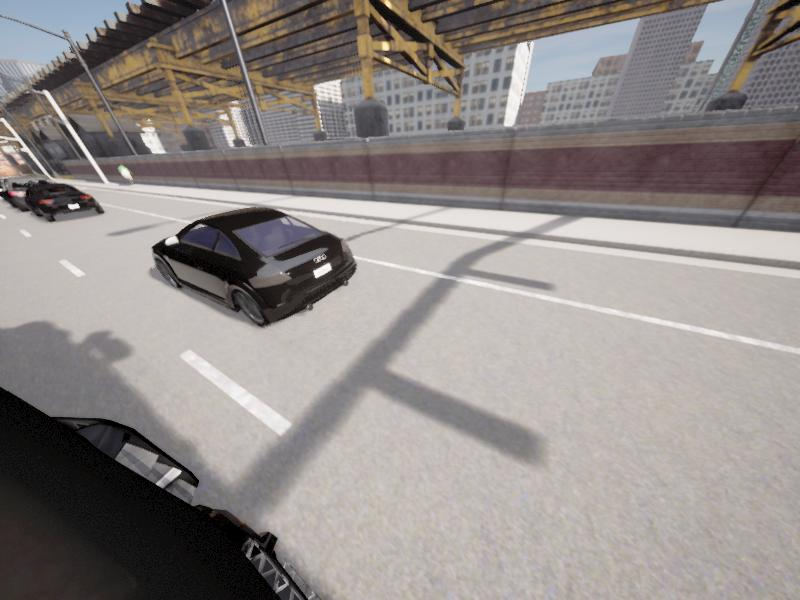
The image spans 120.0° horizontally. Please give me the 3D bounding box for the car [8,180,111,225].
[{"bbox_3d":[-16.687,-4.905,11.323,4.674,1.442,1.812,16,38,26],"label":"car"}]

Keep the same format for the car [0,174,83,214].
[{"bbox_3d":[-22.181,-6.558,14.032,4.611,1.667,2.242,16,38,26],"label":"car"}]

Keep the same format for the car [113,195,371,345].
[{"bbox_3d":[-2.919,-0.973,4.401,4.181,1.385,1.994,16,38,26],"label":"car"}]

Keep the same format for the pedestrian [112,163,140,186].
[{"bbox_3d":[-25.228,-11.566,21.300,0.751,1.860,0.751,16,38,26],"label":"pedestrian"}]

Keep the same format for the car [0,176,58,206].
[{"bbox_3d":[-28.060,-8.157,17.041,4.902,1.511,2.128,16,38,26],"label":"car"}]
